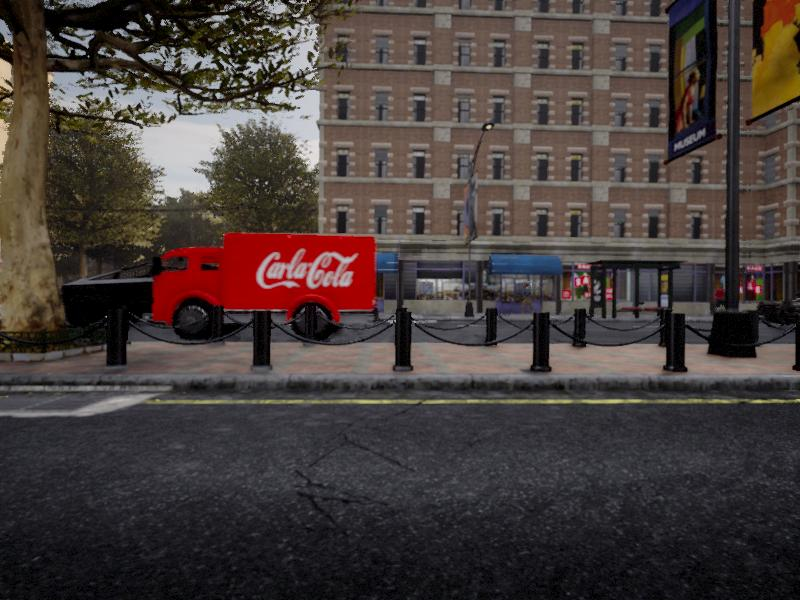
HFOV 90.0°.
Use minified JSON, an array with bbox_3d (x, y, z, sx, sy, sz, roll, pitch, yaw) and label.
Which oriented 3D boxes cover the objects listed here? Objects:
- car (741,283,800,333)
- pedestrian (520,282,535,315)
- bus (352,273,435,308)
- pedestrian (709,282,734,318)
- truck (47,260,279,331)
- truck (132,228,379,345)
[{"bbox_3d":[15.496,0.280,14.160,5.238,1.638,1.930,1,0,-2],"label":"car"},{"bbox_3d":[7.217,-0.077,22.620,0.751,1.860,0.751,0,0,16],"label":"pedestrian"},{"bbox_3d":[-0.852,-1.176,51.756,10.273,4.253,3.944,0,0,-2],"label":"bus"},{"bbox_3d":[17.371,0.005,21.622,0.751,1.860,0.751,0,0,-10],"label":"pedestrian"},{"bbox_3d":[-7.529,-0.132,13.332,6.274,2.098,2.390,0,0,-2],"label":"truck"},{"bbox_3d":[-3.169,-0.281,9.957,5.204,2.467,2.627,0,0,-2],"label":"truck"}]
